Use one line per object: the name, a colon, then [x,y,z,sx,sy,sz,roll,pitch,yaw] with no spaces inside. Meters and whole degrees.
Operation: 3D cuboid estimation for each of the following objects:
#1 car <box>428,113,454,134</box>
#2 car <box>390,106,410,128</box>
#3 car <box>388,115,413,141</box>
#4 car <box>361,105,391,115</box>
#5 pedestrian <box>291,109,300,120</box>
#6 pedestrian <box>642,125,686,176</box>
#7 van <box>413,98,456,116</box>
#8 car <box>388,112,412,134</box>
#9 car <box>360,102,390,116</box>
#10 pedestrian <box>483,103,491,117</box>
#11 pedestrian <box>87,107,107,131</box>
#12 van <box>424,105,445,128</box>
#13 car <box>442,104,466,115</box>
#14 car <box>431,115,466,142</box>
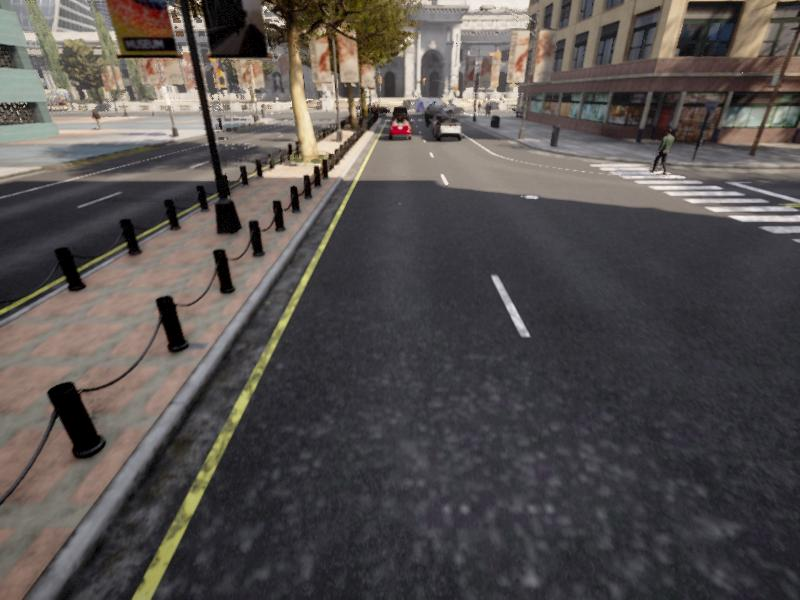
car: [3.543,-15.650,35.319,1.845,1.501,3.633,0,27,0]
car: [0.025,-18.907,41.273,1.905,1.878,3.866,0,27,0]
car: [0.020,-13.045,30.253,1.789,1.549,3.705,0,27,0]
car: [-3.907,-31.229,65.686,4.792,1.488,2.163,0,27,0]
pedestrian: [-13.658,-24.267,52.356,0.751,1.300,0.751,3,27,6]
pedestrian: [10.629,-6.018,16.151,0.751,1.860,0.751,-1,27,-1]
van: [5.329,-30.056,62.305,6.366,2.431,2.351,0,27,0]
car: [0.021,-15.831,35.695,2.007,1.525,4.514,0,27,0]
car: [-3.874,-29.804,62.483,4.605,1.855,1.932,0,27,0]
pedestrian: [12.787,-28.007,58.858,0.751,1.860,0.751,-7,28,-13]
pedestrian: [-27.100,-16.180,35.779,0.751,1.860,0.751,-8,28,-14]
van: [3.477,-18.904,41.142,1.775,1.987,4.442,0,27,0]
car: [8.795,-31.273,65.599,3.633,1.501,1.845,0,27,0]
car: [3.519,-12.775,29.737,2.007,1.525,4.514,0,27,0]
